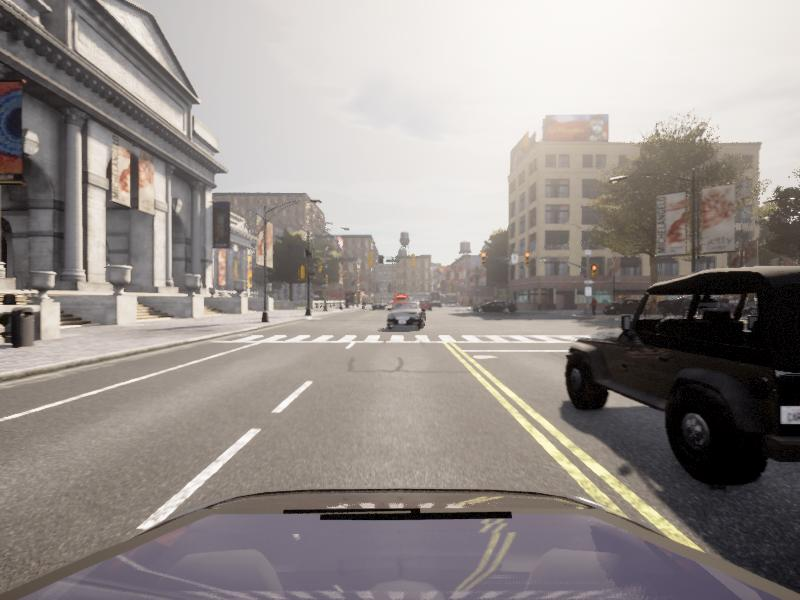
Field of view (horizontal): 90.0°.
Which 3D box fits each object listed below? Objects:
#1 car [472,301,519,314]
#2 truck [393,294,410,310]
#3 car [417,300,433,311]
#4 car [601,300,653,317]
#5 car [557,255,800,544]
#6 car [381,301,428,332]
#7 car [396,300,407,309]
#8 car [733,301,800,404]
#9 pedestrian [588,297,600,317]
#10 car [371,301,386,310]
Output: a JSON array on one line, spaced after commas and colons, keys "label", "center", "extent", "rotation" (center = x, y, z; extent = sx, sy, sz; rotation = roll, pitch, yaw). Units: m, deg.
[{"label": "car", "center": [10.721, 0.828, 45.036], "extent": [4.892, 1.490, 1.837], "rotation": [0, 0, 23]}, {"label": "truck", "center": [0.201, 0.334, 64.421], "extent": [2.627, 2.467, 5.204], "rotation": [0, 0, 0]}, {"label": "car", "center": [3.703, 0.807, 60.041], "extent": [2.007, 1.525, 4.514], "rotation": [0, 0, 0]}, {"label": "car", "center": [22.192, 0.774, 39.223], "extent": [3.988, 1.617, 1.851], "rotation": [0, 0, 0]}, {"label": "car", "center": [3.510, 0.644, 4.544], "extent": [1.905, 1.878, 3.866], "rotation": [0, 0, -1]}, {"label": "car", "center": [0.383, 0.827, 22.283], "extent": [2.128, 1.511, 4.902], "rotation": [0, 0, 6]}, {"label": "car", "center": [0.236, 0.803, 71.370], "extent": [2.007, 1.525, 4.514], "rotation": [0, 0, 0]}, {"label": "car", "center": [6.999, 0.800, 4.634], "extent": [1.801, 1.575, 5.366], "rotation": [0, 0, 0]}, {"label": "pedestrian", "center": [18.316, 0.624, 37.765], "extent": [0.751, 1.860, 0.751], "rotation": [0, 0, -11]}, {"label": "car", "center": [-3.298, 0.831, 61.948], "extent": [1.970, 1.475, 3.806], "rotation": [0, 0, 0]}]
